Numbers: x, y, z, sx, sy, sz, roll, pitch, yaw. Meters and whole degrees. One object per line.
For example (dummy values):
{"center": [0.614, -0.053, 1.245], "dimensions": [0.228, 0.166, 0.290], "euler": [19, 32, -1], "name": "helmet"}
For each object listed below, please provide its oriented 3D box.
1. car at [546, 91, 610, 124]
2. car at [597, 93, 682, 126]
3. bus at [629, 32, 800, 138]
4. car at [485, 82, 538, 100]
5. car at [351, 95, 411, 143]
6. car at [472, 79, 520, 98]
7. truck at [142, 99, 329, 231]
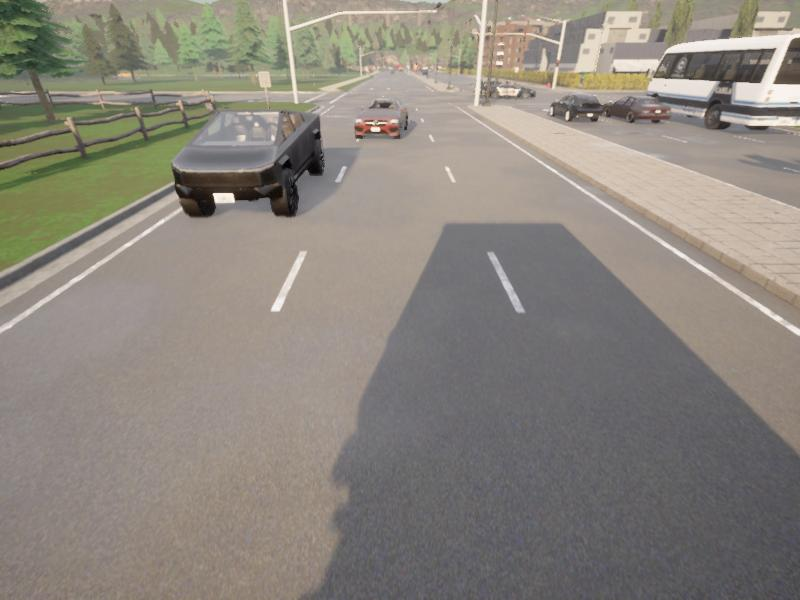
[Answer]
{"center": [11.167, -12.339, 25.518], "dimensions": [1.837, 1.490, 4.892], "euler": [0, 30, -1], "name": "car"}
{"center": [14.677, -11.976, 24.992], "dimensions": [2.033, 1.411, 5.357], "euler": [0, 30, -1], "name": "car"}
{"center": [18.080, -12.181, 22.515], "dimensions": [3.944, 4.253, 10.273], "euler": [0, 30, -1], "name": "bus"}
{"center": [11.368, -21.523, 41.138], "dimensions": [4.974, 1.542, 2.038], "euler": [5, 30, 8], "name": "car"}
{"center": [-0.792, -9.228, 20.105], "dimensions": [2.152, 1.651, 5.027], "euler": [4, 31, 6], "name": "car"}
{"center": [10.702, -23.623, 44.626], "dimensions": [4.856, 1.649, 2.033], "euler": [11, 33, 19], "name": "car"}
{"center": [-3.614, -3.947, 10.634], "dimensions": [2.390, 2.098, 6.274], "euler": [0, 30, -1], "name": "truck"}
